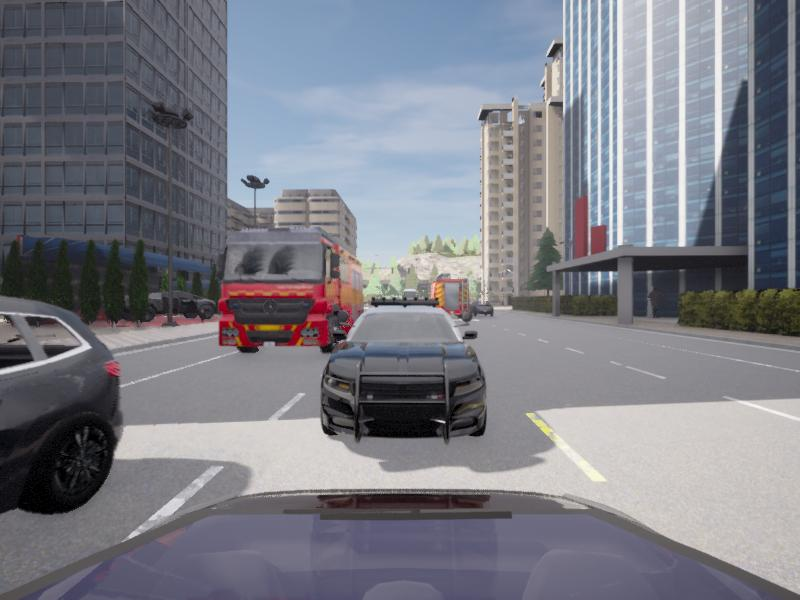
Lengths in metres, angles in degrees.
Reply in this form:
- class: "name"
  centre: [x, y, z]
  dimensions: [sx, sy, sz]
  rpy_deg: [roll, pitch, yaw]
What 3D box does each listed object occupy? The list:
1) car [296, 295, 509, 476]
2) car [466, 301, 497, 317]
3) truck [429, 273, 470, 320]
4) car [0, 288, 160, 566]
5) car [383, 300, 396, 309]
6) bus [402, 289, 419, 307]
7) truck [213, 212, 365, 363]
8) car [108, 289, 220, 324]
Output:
- class: "car"
  centre: [0.079, 0.771, 6.250]
  dimensions: [1.930, 1.638, 5.238]
  rpy_deg: [0, 0, 1]
- class: "car"
  centre: [7.930, 0.837, 39.309]
  dimensions: [2.128, 1.511, 4.902]
  rpy_deg: [0, 0, 1]
- class: "truck"
  centre: [4.371, -0.320, 36.909]
  dimensions: [2.891, 3.827, 8.468]
  rpy_deg: [0, 0, 1]
- class: "car"
  centre: [-3.540, 0.758, 1.651]
  dimensions: [2.242, 1.667, 4.611]
  rpy_deg: [0, 0, 1]
- class: "car"
  centre: [-1.789, 0.769, 69.839]
  dimensions: [2.033, 1.649, 4.856]
  rpy_deg: [0, 0, 1]
- class: "bus"
  centre: [2.568, -0.537, 98.415]
  dimensions: [3.944, 4.253, 10.273]
  rpy_deg: [0, 0, 1]
- class: "truck"
  centre: [-3.209, -0.319, 14.417]
  dimensions: [2.891, 3.827, 8.468]
  rpy_deg: [0, 0, 2]
- class: "car"
  centre: [-16.000, 0.403, 27.594]
  dimensions: [2.390, 2.098, 6.274]
  rpy_deg: [0, 0, 32]
